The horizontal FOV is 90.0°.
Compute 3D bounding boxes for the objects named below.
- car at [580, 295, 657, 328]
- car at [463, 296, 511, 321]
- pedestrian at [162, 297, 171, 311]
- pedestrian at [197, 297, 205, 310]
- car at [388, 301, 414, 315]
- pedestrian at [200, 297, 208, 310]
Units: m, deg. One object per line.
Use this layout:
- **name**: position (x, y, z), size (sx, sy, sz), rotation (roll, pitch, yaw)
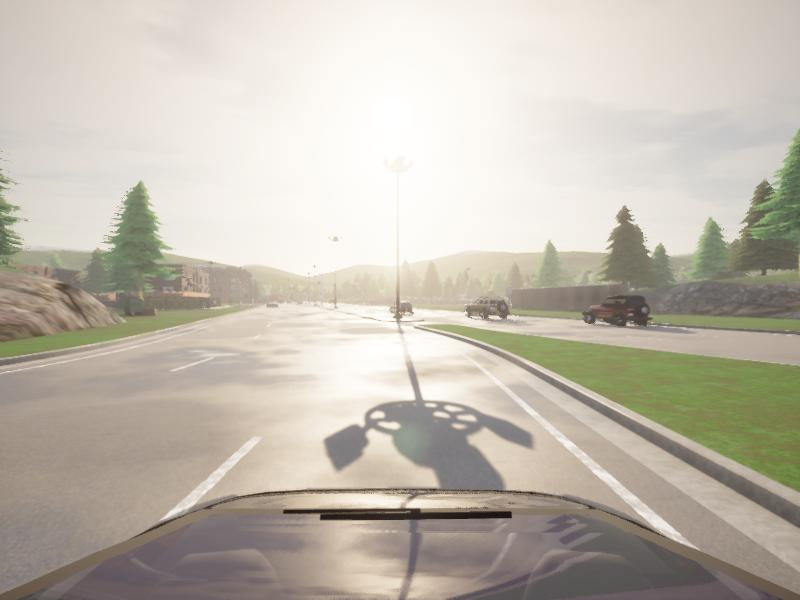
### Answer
- **car**: position (13.177, 0.637, 24.404), size (1.905, 1.878, 3.866), rotation (0, 0, -18)
- **car**: position (7.016, 0.641, 32.772), size (1.932, 1.855, 4.605), rotation (0, 0, -16)
- **pedestrian**: position (-31.279, 0.467, 53.608), size (0.751, 1.860, 0.751), rotation (0, 0, 31)
- **pedestrian**: position (-28.644, 0.466, 57.685), size (0.751, 1.860, 0.751), rotation (0, 0, 27)
- **car**: position (0.063, 0.839, 44.427), size (1.816, 1.474, 4.193), rotation (0, 0, -16)
- **pedestrian**: position (-28.690, 0.465, 58.569), size (0.751, 1.860, 0.751), rotation (0, 0, -7)
